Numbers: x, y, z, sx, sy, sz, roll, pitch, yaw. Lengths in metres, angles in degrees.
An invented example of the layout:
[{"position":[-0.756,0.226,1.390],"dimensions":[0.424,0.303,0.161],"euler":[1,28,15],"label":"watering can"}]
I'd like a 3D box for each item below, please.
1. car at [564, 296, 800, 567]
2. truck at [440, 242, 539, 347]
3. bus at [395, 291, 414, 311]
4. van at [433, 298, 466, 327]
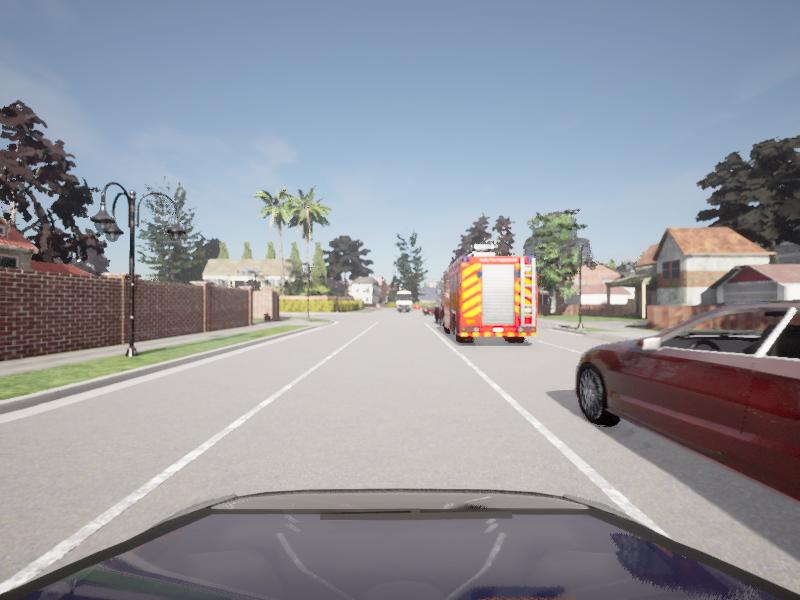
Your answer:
[{"position":[3.528,0.814,3.523],"dimensions":[2.152,1.651,5.027],"euler":[0,-1,1],"label":"car"},{"position":[3.682,-0.147,18.806],"dimensions":[2.891,3.827,8.468],"euler":[0,-1,1],"label":"truck"},{"position":[1.048,0.279,88.849],"dimensions":[3.944,4.253,10.273],"euler":[0,-1,1],"label":"bus"},{"position":[3.659,0.877,30.080],"dimensions":[1.775,1.987,4.442],"euler":[0,-1,-2],"label":"van"}]
